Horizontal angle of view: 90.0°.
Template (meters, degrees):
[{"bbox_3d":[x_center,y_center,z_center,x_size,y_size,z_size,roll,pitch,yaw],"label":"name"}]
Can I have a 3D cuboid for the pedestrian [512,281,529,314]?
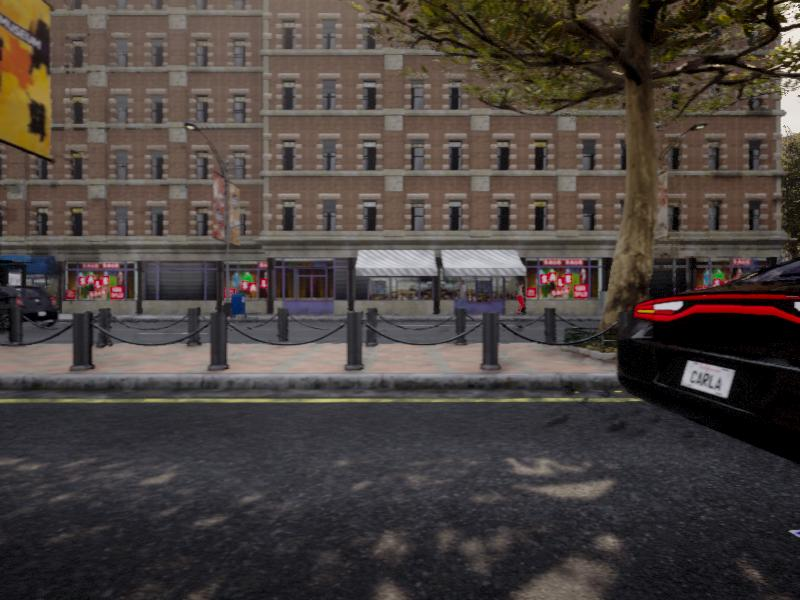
[{"bbox_3d":[6.857,-0.125,22.794,0.751,1.860,0.751,0,0,3],"label":"pedestrian"}]

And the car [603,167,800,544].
[{"bbox_3d":[4.126,0.222,2.200,4.974,1.542,2.038,0,0,0],"label":"car"}]

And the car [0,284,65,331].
[{"bbox_3d":[-14.065,0.252,13.704,3.633,1.501,1.845,0,0,0],"label":"car"}]

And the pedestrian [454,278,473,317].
[{"bbox_3d":[3.136,-0.119,19.874,0.751,1.860,0.751,0,0,-7],"label":"pedestrian"}]

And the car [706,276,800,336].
[{"bbox_3d":[12.528,0.158,12.476,4.856,1.649,2.033,0,0,-11],"label":"car"}]
